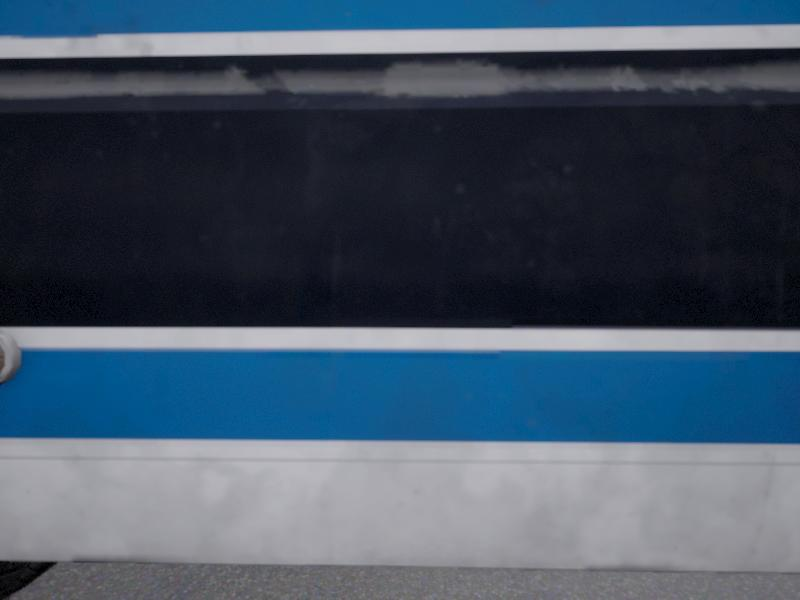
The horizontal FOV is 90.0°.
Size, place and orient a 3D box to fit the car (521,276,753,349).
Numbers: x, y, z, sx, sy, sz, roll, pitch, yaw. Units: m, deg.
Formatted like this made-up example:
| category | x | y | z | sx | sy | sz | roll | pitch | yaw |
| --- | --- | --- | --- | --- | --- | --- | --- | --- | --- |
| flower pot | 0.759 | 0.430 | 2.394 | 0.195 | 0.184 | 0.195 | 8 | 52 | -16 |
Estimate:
| category | x | y | z | sx | sy | sz | roll | pitch | yaw |
| --- | --- | --- | --- | --- | --- | --- | --- | --- | --- |
| car | 5.111 | 0.254 | 9.109 | 4.193 | 1.474 | 1.816 | 0 | 0 | 1 |

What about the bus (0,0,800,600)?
| category | x | y | z | sx | sy | sz | roll | pitch | yaw |
| --- | --- | --- | --- | --- | --- | --- | --- | --- | --- |
| bus | 0.709 | -1.134 | 2.325 | 10.273 | 4.253 | 3.944 | 0 | 0 | 1 |

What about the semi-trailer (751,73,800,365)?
| category | x | y | z | sx | sy | sz | roll | pitch | yaw |
| --- | --- | --- | --- | --- | --- | --- | --- | --- | --- |
| semi-trailer | 13.158 | -1.219 | 5.401 | 14.254 | 4.402 | 2.717 | 0 | 0 | 1 |

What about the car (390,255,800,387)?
| category | x | y | z | sx | sy | sz | roll | pitch | yaw |
| --- | --- | --- | --- | --- | --- | --- | --- | --- | --- |
| car | 2.374 | 0.235 | 5.732 | 4.902 | 1.511 | 2.128 | 0 | 0 | 2 |
